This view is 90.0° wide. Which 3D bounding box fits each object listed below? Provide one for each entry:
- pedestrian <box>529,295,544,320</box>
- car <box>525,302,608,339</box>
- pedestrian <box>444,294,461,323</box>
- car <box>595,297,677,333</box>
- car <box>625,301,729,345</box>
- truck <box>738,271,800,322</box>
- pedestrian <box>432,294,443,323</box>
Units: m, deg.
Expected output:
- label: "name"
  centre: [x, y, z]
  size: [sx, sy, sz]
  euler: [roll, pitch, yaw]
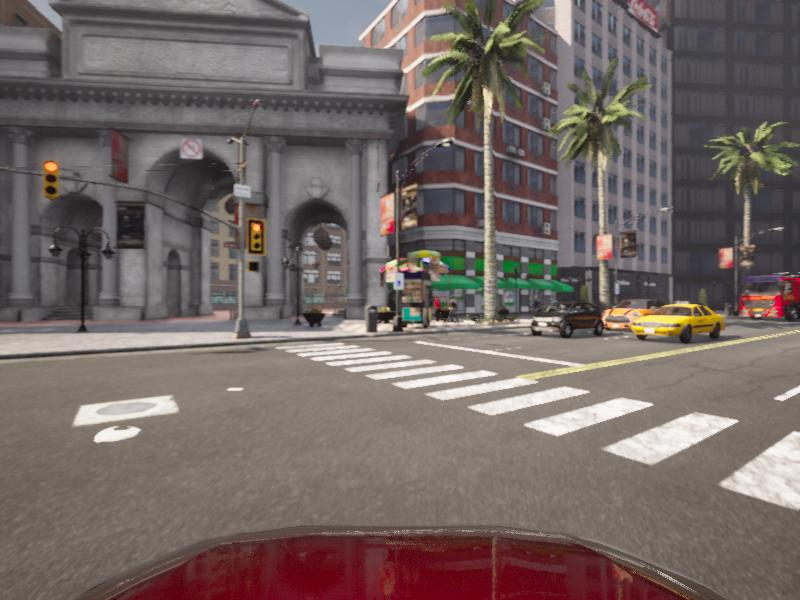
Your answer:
- label: "pedestrian"
  centre: [10.461, 0.540, 30.631]
  size: [0.751, 1.860, 0.751]
  euler: [0, 0, -31]
- label: "car"
  centre: [7.615, 0.848, 18.182]
  size: [3.705, 1.549, 1.789]
  euler: [0, 0, -35]
- label: "pedestrian"
  centre: [3.410, 0.528, 25.977]
  size: [0.751, 1.860, 0.751]
  euler: [0, 0, -26]
- label: "car"
  centre: [12.912, 0.737, 21.808]
  size: [4.553, 1.767, 2.097]
  euler: [0, 0, -35]
- label: "car"
  centre: [11.670, 0.835, 16.696]
  size: [5.366, 1.575, 1.801]
  euler: [0, 0, -35]
- label: "truck"
  centre: [31.979, -0.251, 32.441]
  size: [8.468, 3.827, 2.891]
  euler: [0, 0, -17]
- label: "pedestrian"
  centre: [2.442, 0.528, 26.152]
  size: [0.751, 1.860, 0.751]
  euler: [0, 0, 4]
